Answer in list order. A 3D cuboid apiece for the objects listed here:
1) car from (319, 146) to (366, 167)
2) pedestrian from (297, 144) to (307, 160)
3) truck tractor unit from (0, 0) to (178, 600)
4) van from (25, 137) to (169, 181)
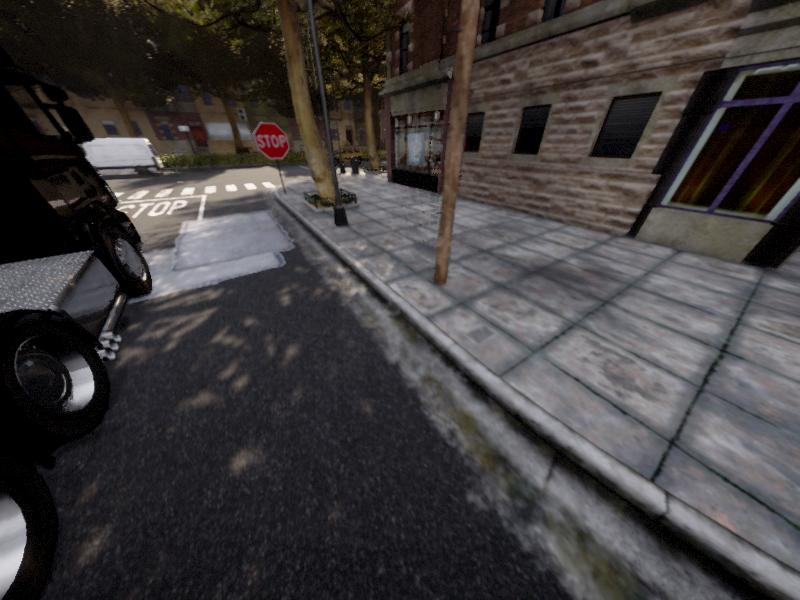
[{"bbox_3d":[-6.473,-16.477,26.465,4.605,1.855,1.932,-20,39,-27],"label":"car"},{"bbox_3d":[-13.751,-20.783,32.448,0.751,1.860,0.751,-20,39,-27],"label":"pedestrian"},{"bbox_3d":[-4.562,-0.643,1.289,3.053,4.208,6.516,-22,40,-28],"label":"truck tractor unit"},{"bbox_3d":[-22.505,-10.961,17.808,5.915,2.561,1.988,-20,39,-26],"label":"van"}]
